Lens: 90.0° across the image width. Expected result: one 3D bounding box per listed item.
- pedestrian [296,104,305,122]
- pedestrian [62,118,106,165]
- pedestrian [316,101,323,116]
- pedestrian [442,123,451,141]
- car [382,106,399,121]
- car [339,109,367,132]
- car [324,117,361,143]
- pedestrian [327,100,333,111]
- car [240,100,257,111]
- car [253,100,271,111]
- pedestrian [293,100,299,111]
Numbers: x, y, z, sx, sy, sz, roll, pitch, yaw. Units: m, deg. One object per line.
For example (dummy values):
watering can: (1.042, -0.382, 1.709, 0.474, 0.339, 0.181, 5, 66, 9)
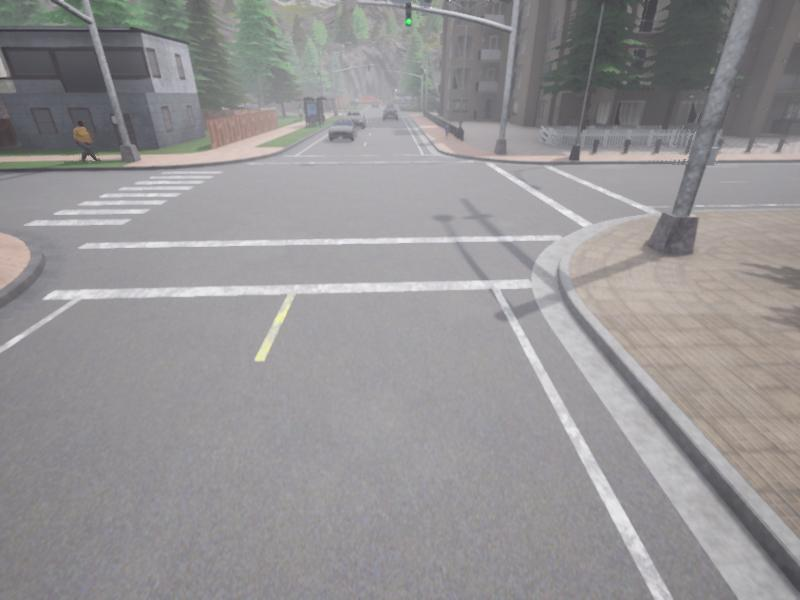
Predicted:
pedestrian: (-11.402, -21.474, 45.864, 0.751, 1.860, 0.751, -3, 27, -5)
pedestrian: (-14.186, -7.134, 18.004, 0.751, 1.860, 0.751, 6, 28, 11)
pedestrian: (-11.826, -27.985, 58.499, 0.751, 1.860, 0.751, -2, 27, -4)
pedestrian: (3.189, -11.502, 27.313, 0.500, 1.100, 0.500, -1, 27, -2)
car: (-1.232, -24.288, 52.058, 2.038, 1.542, 4.974, -1, 28, -1)
car: (-4.385, -17.195, 38.191, 2.152, 1.651, 5.027, -1, 27, -1)
car: (-4.175, -12.778, 29.870, 2.033, 1.411, 5.357, -1, 27, -1)
pedestrian: (-13.156, -36.562, 75.129, 0.751, 1.860, 0.751, -21, 34, -35)
car: (-29.412, -37.838, 77.696, 1.905, 1.878, 3.866, -1, 27, -2)
car: (-26.918, -38.071, 78.141, 1.932, 1.855, 4.605, -1, 27, -2)
pedestrian: (-19.613, -36.805, 75.610, 0.751, 1.860, 0.751, 1, 27, 2)
